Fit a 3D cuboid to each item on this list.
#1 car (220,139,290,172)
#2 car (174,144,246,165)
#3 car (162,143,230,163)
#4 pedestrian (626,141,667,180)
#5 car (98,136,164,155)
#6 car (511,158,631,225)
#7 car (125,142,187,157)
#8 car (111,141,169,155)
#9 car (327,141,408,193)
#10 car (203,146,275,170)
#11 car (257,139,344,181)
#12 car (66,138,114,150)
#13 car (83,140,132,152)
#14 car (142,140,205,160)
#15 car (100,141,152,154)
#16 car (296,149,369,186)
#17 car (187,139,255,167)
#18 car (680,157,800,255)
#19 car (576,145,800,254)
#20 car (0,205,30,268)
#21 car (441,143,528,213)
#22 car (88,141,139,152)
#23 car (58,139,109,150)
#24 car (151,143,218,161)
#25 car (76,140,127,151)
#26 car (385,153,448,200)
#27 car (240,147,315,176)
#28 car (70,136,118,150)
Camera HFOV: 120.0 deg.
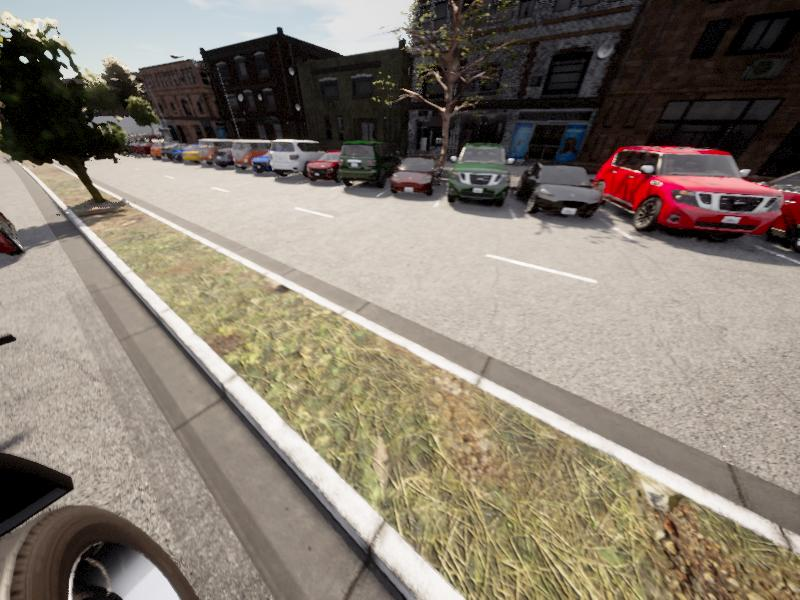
[{"bbox_3d":[-11.303,-11.637,18.526,1.878,1.987,4.442,9,35,12],"label":"car"},{"bbox_3d":[-18.654,-14.636,23.093,1.946,1.575,5.366,9,35,12],"label":"car"},{"bbox_3d":[-21.170,-15.534,24.340,2.097,1.535,5.008,9,35,11],"label":"car"},{"bbox_3d":[14.159,-8.043,13.356,0.751,1.860,0.751,21,40,24],"label":"pedestrian"},{"bbox_3d":[-38.818,-22.528,33.624,2.435,2.045,5.566,8,35,9],"label":"car"},{"bbox_3d":[5.944,-4.429,8.930,2.163,1.488,4.792,10,35,12],"label":"car"},{"bbox_3d":[-31.206,-19.468,29.806,2.097,1.535,5.008,8,35,10],"label":"car"},{"bbox_3d":[-36.266,-21.392,32.480,2.097,1.535,5.008,8,35,10],"label":"car"},{"bbox_3d":[-1.430,-7.713,13.023,2.435,2.045,5.566,9,35,12],"label":"car"},{"bbox_3d":[-13.744,-12.515,20.191,2.163,1.488,4.792,9,35,12],"label":"car"},{"bbox_3d":[-6.350,-9.725,15.825,2.435,2.045,5.566,9,35,12],"label":"car"},{"bbox_3d":[-56.924,-28.840,42.597,2.185,1.767,4.553,6,35,7],"label":"car"},{"bbox_3d":[-49.120,-26.003,38.946,2.002,1.452,4.674,6,35,8],"label":"car"},{"bbox_3d":[-26.181,-17.605,27.002,2.185,1.767,4.553,8,35,11],"label":"car"},{"bbox_3d":[-41.386,-23.242,35.115,2.002,1.452,4.674,7,35,9],"label":"car"},{"bbox_3d":[-3.893,-8.498,14.545,2.097,1.535,5.008,10,35,12],"label":"car"},{"bbox_3d":[-16.243,-13.650,21.327,1.878,1.987,4.442,9,35,11],"label":"car"},{"bbox_3d":[10.855,-2.538,6.032,2.185,1.767,4.553,9,35,12],"label":"car"},{"bbox_3d":[8.411,-3.652,7.367,2.435,2.045,5.566,10,36,12],"label":"car"},{"bbox_3d":[-10.323,-1.632,4.930,4.181,1.385,1.994,22,41,28],"label":"car"},{"bbox_3d":[3.489,-5.668,10.173,2.435,2.045,5.566,10,35,12],"label":"car"},{"bbox_3d":[-46.526,-25.093,37.684,2.002,1.452,4.674,7,35,8],"label":"car"},{"bbox_3d":[-59.586,-29.493,43.704,1.946,1.575,5.366,6,35,7],"label":"car"},{"bbox_3d":[-23.675,-16.518,25.709,2.231,1.521,4.892,9,35,11],"label":"car"},{"bbox_3d":[-51.708,-26.943,40.183,2.231,1.521,4.892,7,35,8],"label":"car"},{"bbox_3d":[1.021,-6.443,11.734,2.163,1.488,4.792,10,36,12],"label":"car"},{"bbox_3d":[-8.815,-10.510,17.348,2.097,1.535,5.008,10,35,12],"label":"car"},{"bbox_3d":[-54.332,-27.955,41.194,1.878,1.987,4.442,6,35,8],"label":"car"}]
